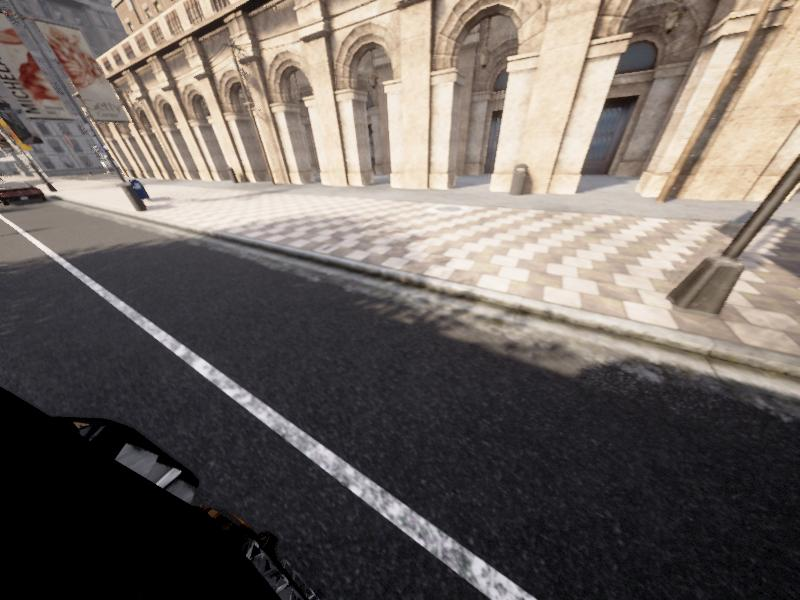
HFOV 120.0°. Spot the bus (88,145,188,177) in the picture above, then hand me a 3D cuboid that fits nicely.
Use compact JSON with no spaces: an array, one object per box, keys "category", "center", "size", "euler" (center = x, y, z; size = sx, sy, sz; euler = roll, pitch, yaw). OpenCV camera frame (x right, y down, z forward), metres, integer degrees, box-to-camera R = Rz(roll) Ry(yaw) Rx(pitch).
[{"category":"bus","center":[-45.389,-24.688,40.801],"size":[3.944,4.253,10.273],"euler":[16,38,26]}]

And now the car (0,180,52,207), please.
[{"category":"car","center":[-27.407,-7.682,16.468],"size":[4.718,1.301,1.895],"euler":[16,38,26]}]
